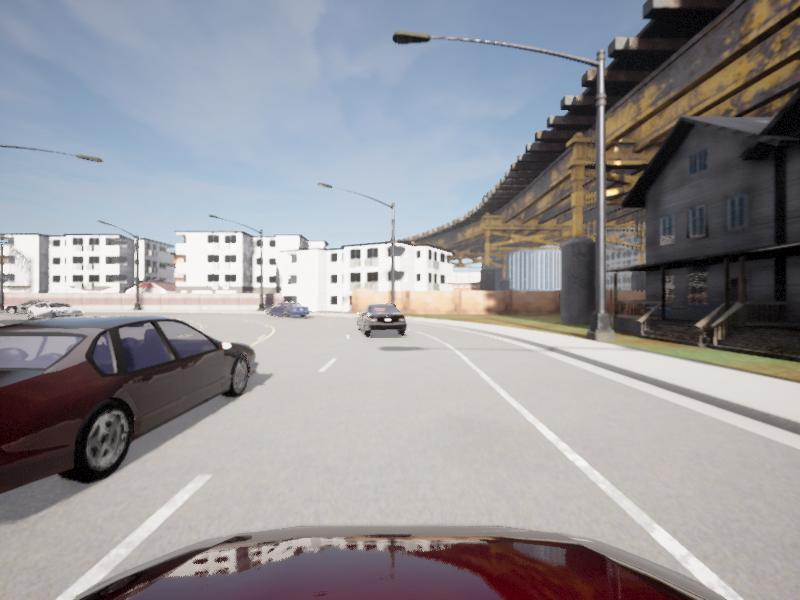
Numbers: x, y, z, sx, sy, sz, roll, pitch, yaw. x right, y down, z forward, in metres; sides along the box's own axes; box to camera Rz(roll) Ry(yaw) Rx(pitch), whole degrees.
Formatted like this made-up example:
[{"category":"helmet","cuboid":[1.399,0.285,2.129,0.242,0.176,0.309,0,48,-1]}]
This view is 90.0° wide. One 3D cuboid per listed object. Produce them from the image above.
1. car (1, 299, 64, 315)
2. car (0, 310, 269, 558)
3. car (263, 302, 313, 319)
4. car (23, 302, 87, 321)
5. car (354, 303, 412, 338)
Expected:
[{"category":"car","cuboid":[-40.547,0.767,44.195,5.238,1.638,1.930,0,0,2]},{"category":"car","cuboid":[-3.501,0.894,4.909,2.033,1.411,5.357,0,0,0]},{"category":"car","cuboid":[-10.350,0.892,36.698,2.033,1.411,5.357,0,0,-44]},{"category":"car","cuboid":[-27.199,0.867,31.513,4.674,1.442,1.812,0,0,21]},{"category":"car","cuboid":[-1.006,0.893,19.430,2.033,1.411,5.357,0,0,-11]}]
